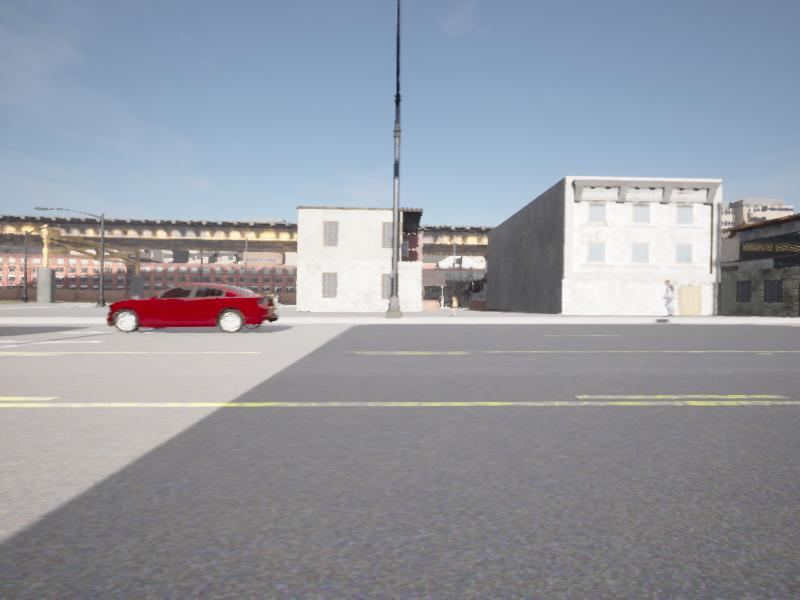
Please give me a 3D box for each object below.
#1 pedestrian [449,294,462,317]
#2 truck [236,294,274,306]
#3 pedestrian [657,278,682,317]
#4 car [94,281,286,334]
[{"bbox_3d":[2.770,0.265,19.867,0.500,1.100,0.500,1,0,-8],"label":"pedestrian"},{"bbox_3d":[-25.979,0.030,72.153,6.274,2.098,2.390,1,0,-16],"label":"truck"},{"bbox_3d":[13.072,-0.113,19.392,0.751,1.860,0.751,1,0,13],"label":"pedestrian"},{"bbox_3d":[-6.356,0.225,12.538,5.008,1.535,1.882,0,0,0],"label":"car"}]
